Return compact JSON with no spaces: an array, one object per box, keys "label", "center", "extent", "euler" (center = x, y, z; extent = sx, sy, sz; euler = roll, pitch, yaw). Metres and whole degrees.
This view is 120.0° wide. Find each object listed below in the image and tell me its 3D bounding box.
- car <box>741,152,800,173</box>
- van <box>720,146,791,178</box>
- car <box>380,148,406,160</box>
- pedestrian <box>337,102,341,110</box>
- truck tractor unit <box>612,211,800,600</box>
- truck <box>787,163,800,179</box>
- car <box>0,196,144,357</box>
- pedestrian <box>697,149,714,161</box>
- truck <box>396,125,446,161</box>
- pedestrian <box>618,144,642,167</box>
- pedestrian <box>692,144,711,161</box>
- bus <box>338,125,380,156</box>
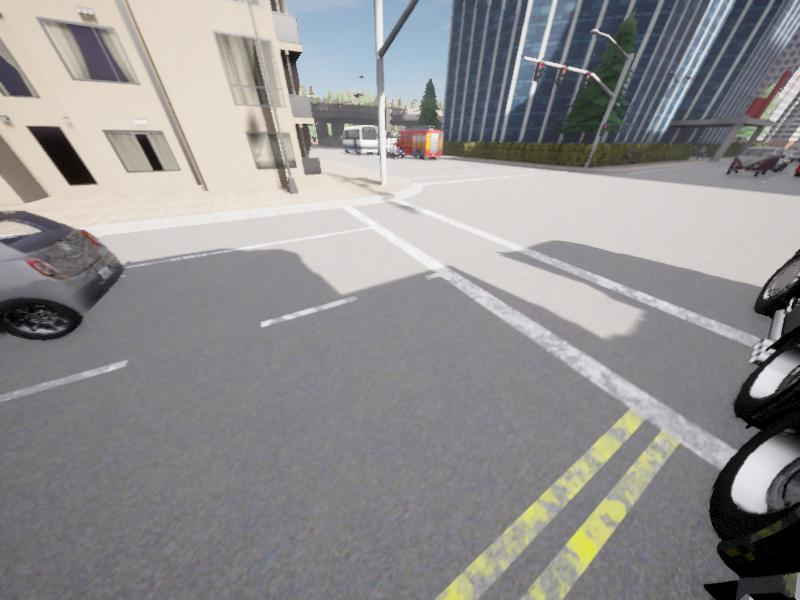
[{"label":"car","center":[34.132,-12.706,21.284],"extent":[3.806,1.475,1.970],"euler":[-17,38,-23]},{"label":"van","center":[28.627,-11.192,18.615],"extent":[4.442,1.987,1.775],"euler":[-17,38,-24]},{"label":"car","center":[-1.056,-21.562,33.943],"extent":[1.895,1.301,4.718],"euler":[-17,38,-23]},{"label":"pedestrian","center":[-19.386,-61.646,73.273],"extent":[0.751,1.860,0.751],"euler":[-17,38,-24]},{"label":"truck tractor unit","center":[5.017,-0.386,0.902],"extent":[6.516,4.208,3.053],"euler":[-22,41,-28]},{"label":"truck","center":[34.332,-11.454,17.422],"extent":[8.468,3.827,2.891],"euler":[-17,39,-24]},{"label":"car","center":[-6.250,-0.119,2.800],"extent":[3.633,1.501,1.845],"euler":[-18,39,-24]},{"label":"pedestrian","center":[40.722,-19.367,30.776],"extent":[0.751,1.300,0.751],"euler":[-21,40,-27]},{"label":"truck","center":[2.653,-22.884,33.661],"extent":[2.891,3.827,8.468],"euler":[-17,38,-23]},{"label":"pedestrian","center":[22.530,-14.176,22.669],"extent":[0.751,1.860,0.751],"euler":[-17,38,-23]},{"label":"pedestrian","center":[40.032,-19.630,30.659],"extent":[0.751,1.860,0.751],"euler":[-28,44,-34]},{"label":"bus","center":[-7.719,-29.618,42.912],"extent":[3.944,4.253,10.273],"euler":[-17,39,-24]}]
